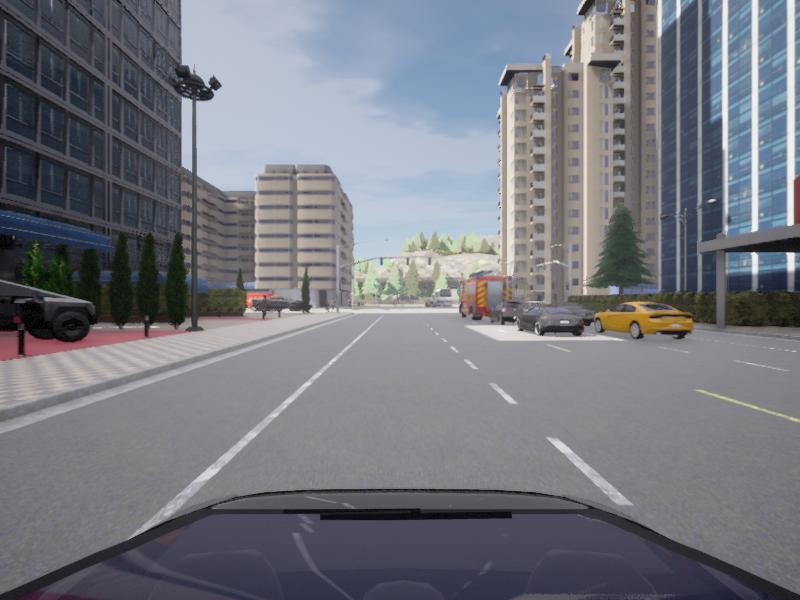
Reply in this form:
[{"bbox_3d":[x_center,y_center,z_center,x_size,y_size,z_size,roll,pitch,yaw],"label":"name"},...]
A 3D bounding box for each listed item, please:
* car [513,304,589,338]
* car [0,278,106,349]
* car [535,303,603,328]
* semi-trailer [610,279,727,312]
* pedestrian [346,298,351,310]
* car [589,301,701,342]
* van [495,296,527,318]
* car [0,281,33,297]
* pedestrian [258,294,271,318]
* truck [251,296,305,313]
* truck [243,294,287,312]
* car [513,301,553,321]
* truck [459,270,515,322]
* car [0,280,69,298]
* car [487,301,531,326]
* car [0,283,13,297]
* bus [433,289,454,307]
[{"bbox_3d":[7.008,0.911,19.067,1.994,1.385,4.181,0,0,0],"label":"car"},{"bbox_3d":[-13.120,0.404,12.176,2.390,2.098,6.274,0,0,31],"label":"car"},{"bbox_3d":[10.503,0.899,25.410,2.033,1.411,5.357,0,0,0],"label":"car"},{"bbox_3d":[36.897,-0.608,55.322,14.254,4.402,2.717,0,0,2],"label":"semi-trailer"},{"bbox_3d":[-8.313,0.648,65.085,0.751,1.860,0.751,0,0,-3],"label":"pedestrian"},{"bbox_3d":[10.500,0.826,17.695,1.882,1.535,5.008,0,0,0],"label":"car"},{"bbox_3d":[10.501,0.605,38.162,1.775,1.987,4.442,0,0,0],"label":"van"},{"bbox_3d":[-11.999,-0.337,12.377,0.156,0.468,0.945,0,0,31],"label":"car"},{"bbox_3d":[-10.536,0.489,31.124,0.751,1.860,0.751,0,0,6],"label":"pedestrian"},{"bbox_3d":[-15.827,0.551,52.194,6.274,2.098,2.390,0,0,1],"label":"truck"},{"bbox_3d":[-18.731,0.366,55.737,5.204,2.467,2.627,0,0,1],"label":"truck"},{"bbox_3d":[10.501,0.859,31.865,1.970,1.475,3.806,0,0,0],"label":"car"},{"bbox_3d":[7.008,-0.315,33.581,2.891,3.827,8.468,0,0,0],"label":"truck"},{"bbox_3d":[-12.431,-0.344,13.346,1.750,0.535,1.642,0,0,31],"label":"car"},{"bbox_3d":[7.002,0.831,26.014,1.845,1.501,3.633,0,0,0],"label":"car"},{"bbox_3d":[-13.489,-0.337,13.255,0.156,0.468,0.945,0,0,31],"label":"car"},{"bbox_3d":[10.384,-0.519,97.500,3.944,4.253,10.273,0,0,0],"label":"bus"}]
